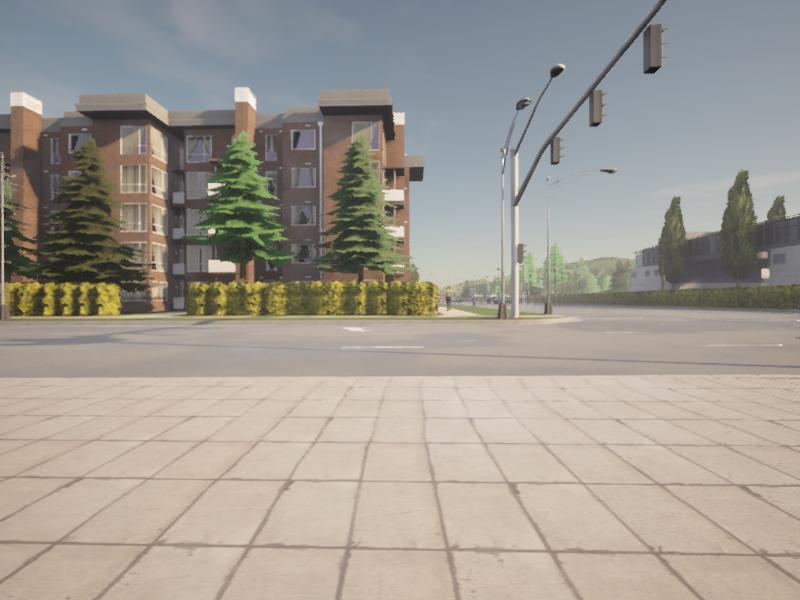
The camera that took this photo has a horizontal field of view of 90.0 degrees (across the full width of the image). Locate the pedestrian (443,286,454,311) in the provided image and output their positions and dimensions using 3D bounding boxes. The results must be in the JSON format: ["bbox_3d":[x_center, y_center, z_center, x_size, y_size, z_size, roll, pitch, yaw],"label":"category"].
[{"bbox_3d":[3.607,-0.123,29.763,0.751,1.860,0.751,0,0,2],"label":"pedestrian"}]
